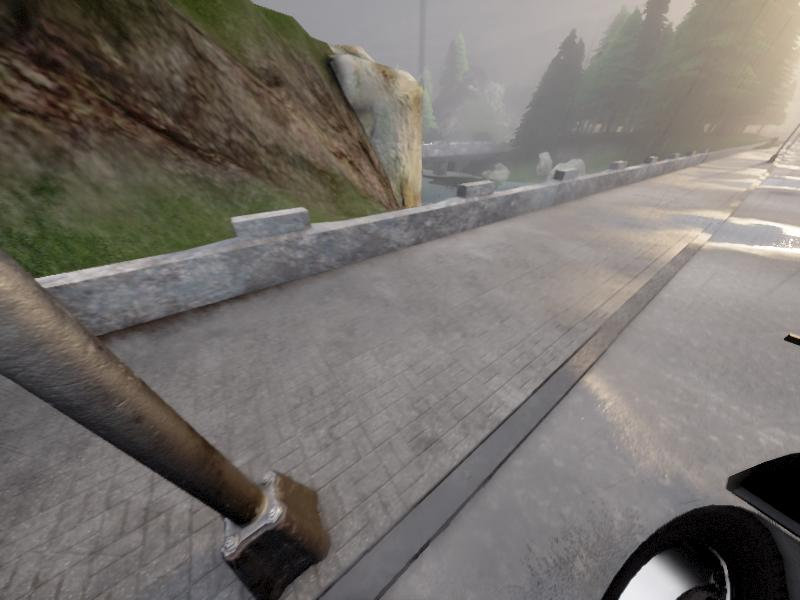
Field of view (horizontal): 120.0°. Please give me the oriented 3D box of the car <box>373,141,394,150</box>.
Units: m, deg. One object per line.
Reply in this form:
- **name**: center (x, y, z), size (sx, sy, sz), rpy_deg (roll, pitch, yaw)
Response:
- **car**: center (-3.581, -33.703, 50.298), size (3.988, 1.617, 1.851), rpy_deg (-22, 41, -28)

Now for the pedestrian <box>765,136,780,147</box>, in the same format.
- **pedestrian**: center (78.411, -33.350, 48.605), size (0.751, 1.860, 0.751), rpy_deg (-22, 41, -27)

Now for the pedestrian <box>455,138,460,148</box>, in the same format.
- **pedestrian**: center (13.587, -37.221, 54.683), size (0.751, 1.860, 0.751), rpy_deg (-22, 41, -28)

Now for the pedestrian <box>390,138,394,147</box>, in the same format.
- **pedestrian**: center (-2.098, -41.090, 60.309), size (0.751, 1.860, 0.751), rpy_deg (-25, 42, -30)

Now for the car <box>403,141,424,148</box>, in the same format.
- **car**: center (3.415, -39.327, 58.314), size (4.792, 1.488, 2.163), rpy_deg (-22, 41, -28)

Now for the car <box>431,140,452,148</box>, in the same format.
- **car**: center (10.392, -39.427, 58.250), size (5.238, 1.638, 1.930), rpy_deg (-22, 41, -28)
